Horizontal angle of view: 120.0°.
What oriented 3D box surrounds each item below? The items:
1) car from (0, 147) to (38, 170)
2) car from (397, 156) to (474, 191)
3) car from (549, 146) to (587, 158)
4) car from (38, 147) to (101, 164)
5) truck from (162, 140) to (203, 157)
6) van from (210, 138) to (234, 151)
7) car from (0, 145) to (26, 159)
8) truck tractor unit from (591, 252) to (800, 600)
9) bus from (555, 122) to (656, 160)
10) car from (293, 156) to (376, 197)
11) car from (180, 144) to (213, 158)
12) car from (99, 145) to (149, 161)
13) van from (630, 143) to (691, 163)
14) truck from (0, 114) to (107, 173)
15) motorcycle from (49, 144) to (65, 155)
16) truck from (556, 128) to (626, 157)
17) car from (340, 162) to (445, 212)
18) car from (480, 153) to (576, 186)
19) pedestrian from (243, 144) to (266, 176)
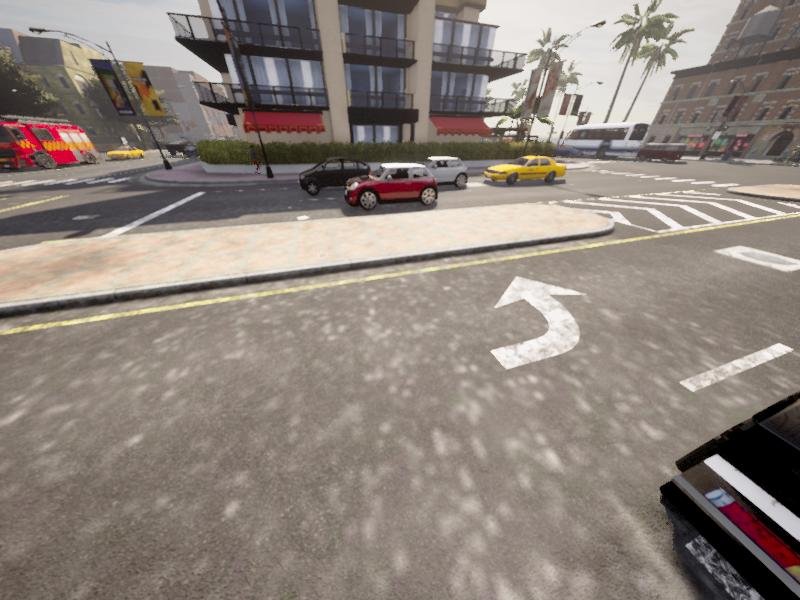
[{"bbox_3d":[-35.951,-12.290,20.118,1.930,1.638,5.238,-10,36,-15],"label":"car"},{"bbox_3d":[1.915,-7.307,13.249,3.806,1.475,1.970,-10,36,-14],"label":"car"},{"bbox_3d":[26.527,-23.487,36.684,1.812,1.442,4.674,-10,36,-14],"label":"car"},{"bbox_3d":[-38.701,-17.139,27.264,1.812,1.442,4.674,-10,36,-14],"label":"car"},{"bbox_3d":[-35.613,-25.036,38.075,2.390,2.098,6.274,-10,36,-14],"label":"truck"},{"bbox_3d":[-42.141,-36.898,54.834,2.351,2.431,6.366,-10,36,-14],"label":"van"},{"bbox_3d":[-55.504,-19.932,31.135,4.974,1.542,2.038,-9,36,-14],"label":"car"},{"bbox_3d":[5.289,-0.064,0.461,6.516,4.208,3.053,-10,36,-14],"label":"truck tractor unit"},{"bbox_3d":[30.310,-24.166,35.217,3.944,4.253,10.273,-10,36,-14],"label":"bus"},{"bbox_3d":[-3.271,-6.427,11.891,3.705,1.549,1.789,-10,36,-14],"label":"car"},{"bbox_3d":[-30.713,-22.632,35.047,2.033,1.649,4.856,-10,36,-14],"label":"car"},{"bbox_3d":[-36.379,-19.612,30.714,1.801,1.575,5.366,-10,36,-14],"label":"car"},{"bbox_3d":[32.844,-18.691,29.328,1.775,1.987,4.442,-10,36,-14],"label":"van"},{"bbox_3d":[-32.896,-14.276,21.080,2.891,3.827,8.468,-10,36,-14],"label":"truck"},{"bbox_3d":[-57.898,-25.418,39.018,2.356,1.277,0.764,28,53,34],"label":"motorcycle"},{"bbox_3d":[32.408,-27.173,39.929,2.891,3.827,8.468,-10,36,-14],"label":"truck"},{"bbox_3d":[-0.383,-4.813,9.646,3.806,1.475,1.970,-10,36,-14],"label":"car"},{"bbox_3d":[8.104,-8.440,14.816,5.366,1.575,1.801,-10,36,-14],"label":"car"},{"bbox_3d":[-10.121,-9.796,16.136,0.751,1.860,0.751,-9,36,-13],"label":"pedestrian"}]
